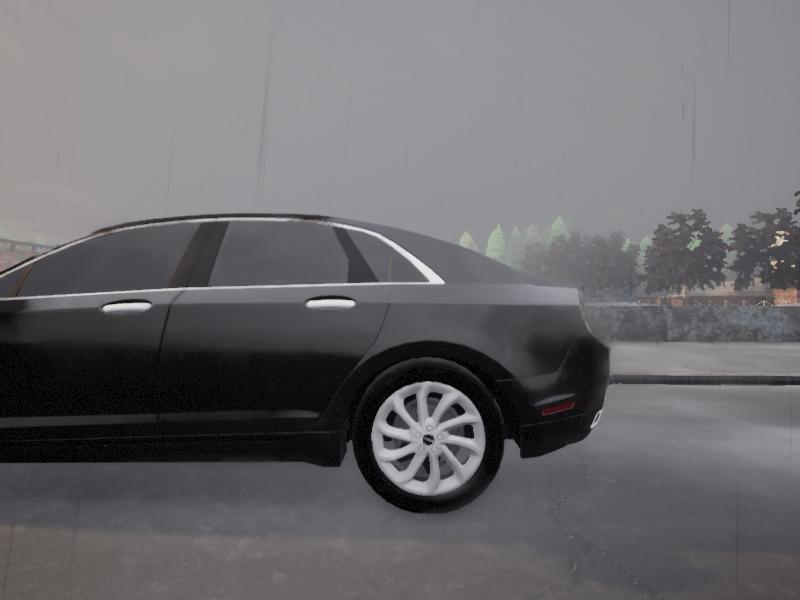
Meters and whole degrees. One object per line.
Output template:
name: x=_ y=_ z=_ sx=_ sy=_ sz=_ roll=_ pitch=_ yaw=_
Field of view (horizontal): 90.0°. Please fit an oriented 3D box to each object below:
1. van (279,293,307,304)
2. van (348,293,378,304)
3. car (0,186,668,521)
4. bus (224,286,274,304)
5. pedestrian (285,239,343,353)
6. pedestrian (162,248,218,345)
van: x=-25.106 y=-0.300 z=94.032 sx=5.915 sy=2.561 sz=1.988 roll=0 pitch=0 yaw=2
van: x=-8.206 y=-0.227 z=89.469 sx=6.366 sy=2.431 sz=2.351 roll=0 pitch=0 yaw=2
car: x=-1.222 y=0.244 z=2.779 sx=4.892 sy=1.490 sz=1.837 roll=0 pitch=0 yaw=2
bus: x=-35.559 y=-1.139 z=94.250 sx=10.273 sy=4.253 sz=3.944 roll=0 pitch=0 yaw=2
pedestrian: x=-1.472 y=-0.067 z=6.958 sx=0.751 sy=1.860 sz=0.751 roll=0 pitch=0 yaw=12
pedestrian: x=-4.239 y=-0.067 z=8.124 sx=0.751 sy=1.860 sz=0.751 roll=0 pitch=0 yaw=2
